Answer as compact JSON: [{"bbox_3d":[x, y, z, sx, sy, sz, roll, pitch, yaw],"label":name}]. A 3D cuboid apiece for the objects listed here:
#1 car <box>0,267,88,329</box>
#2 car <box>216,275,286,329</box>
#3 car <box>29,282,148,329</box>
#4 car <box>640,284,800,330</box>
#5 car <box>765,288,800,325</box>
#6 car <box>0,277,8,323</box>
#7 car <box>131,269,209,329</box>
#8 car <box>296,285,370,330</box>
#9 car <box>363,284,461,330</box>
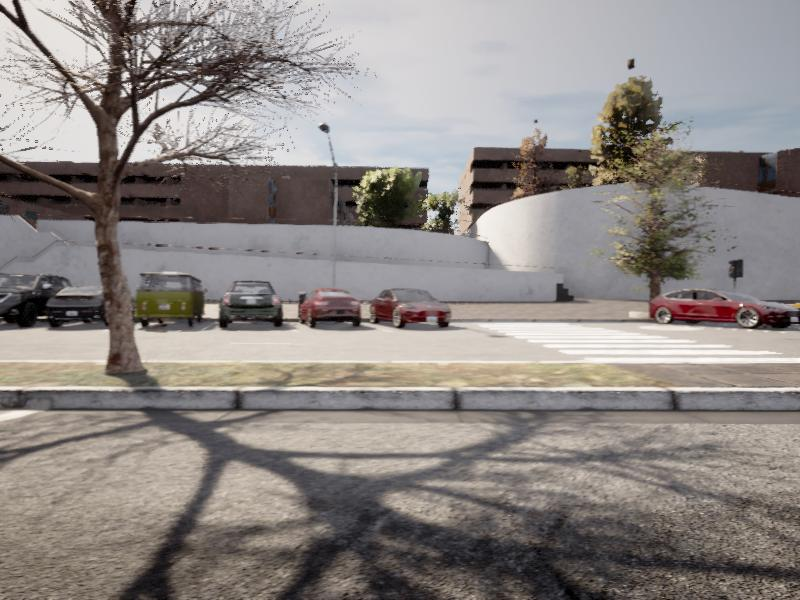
[{"bbox_3d":[-14.682,-0.041,15.538,2.435,2.045,5.566,1,-1,-20],"label":"car"},{"bbox_3d":[-5.739,0.098,15.526,2.185,1.767,4.553,0,-1,-20],"label":"car"},{"bbox_3d":[-11.714,0.216,15.552,2.231,1.521,4.892,0,-1,-20],"label":"car"},{"bbox_3d":[12.257,0.279,15.516,2.163,1.488,4.792,1,-1,-20],"label":"car"},{"bbox_3d":[18.181,0.255,15.709,1.946,1.575,5.366,0,-1,-20],"label":"car"},{"bbox_3d":[-17.635,-0.021,15.456,1.878,1.987,4.442,1,-1,-20],"label":"car"},{"bbox_3d":[-8.774,-0.005,15.667,1.878,1.987,4.442,0,-1,-20],"label":"car"},{"bbox_3d":[-2.767,0.268,15.547,2.002,1.452,4.674,0,-1,-20],"label":"car"},{"bbox_3d":[0.251,0.262,15.524,2.163,1.488,4.792,1,-1,-20],"label":"car"}]
